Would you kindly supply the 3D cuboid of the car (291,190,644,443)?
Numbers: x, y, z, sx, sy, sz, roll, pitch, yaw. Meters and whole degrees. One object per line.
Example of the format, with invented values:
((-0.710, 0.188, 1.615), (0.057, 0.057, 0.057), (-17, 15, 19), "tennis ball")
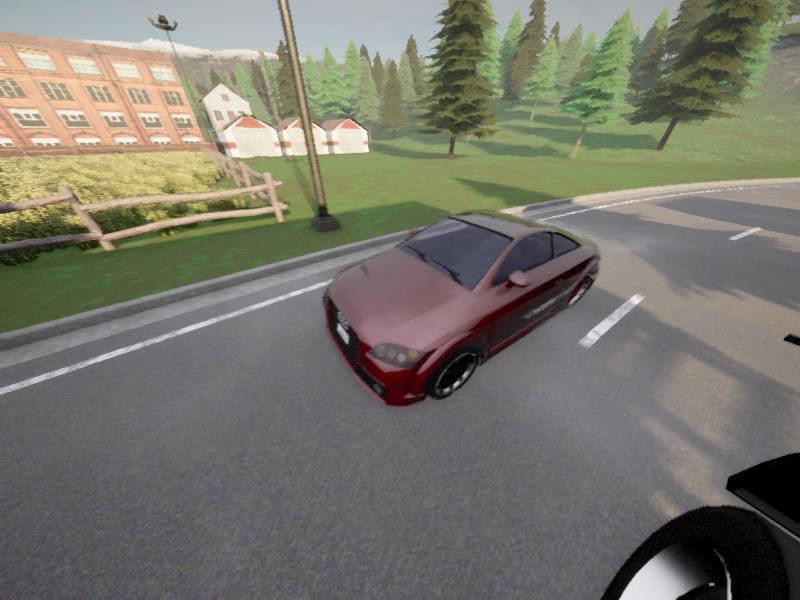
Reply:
((1.048, -0.429, 3.295), (4.181, 1.385, 1.994), (-21, 40, -27), "car")
